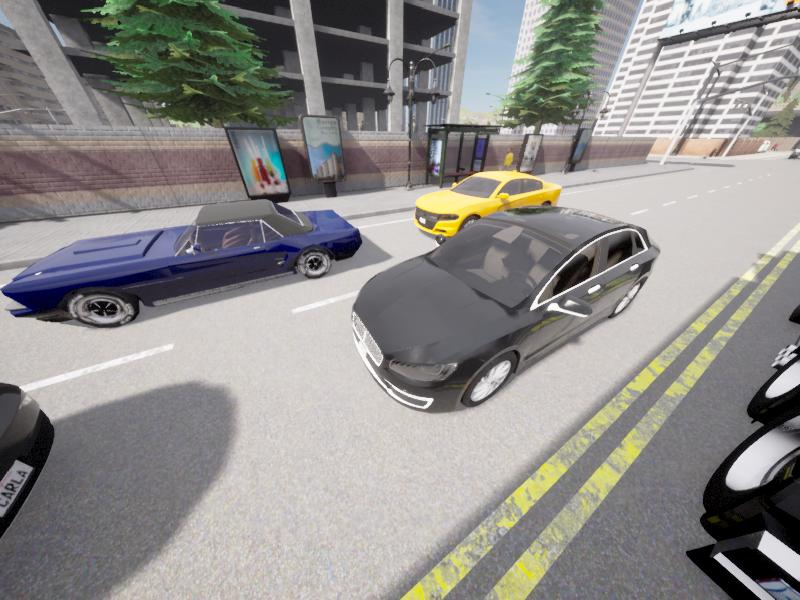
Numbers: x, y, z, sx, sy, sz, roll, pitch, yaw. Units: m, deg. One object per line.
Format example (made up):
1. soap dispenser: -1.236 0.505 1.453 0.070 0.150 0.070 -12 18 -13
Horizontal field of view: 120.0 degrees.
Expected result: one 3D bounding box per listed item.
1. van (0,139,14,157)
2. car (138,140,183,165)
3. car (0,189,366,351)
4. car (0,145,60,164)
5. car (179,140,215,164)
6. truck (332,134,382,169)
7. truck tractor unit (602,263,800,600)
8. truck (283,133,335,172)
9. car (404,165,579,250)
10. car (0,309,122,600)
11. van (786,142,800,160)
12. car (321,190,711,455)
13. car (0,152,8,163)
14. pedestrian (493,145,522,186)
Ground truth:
1. van: -56.326 -20.688 31.444 1.775 1.987 4.442 -18 39 -25
2. car: -23.718 -14.791 23.071 1.905 1.878 3.866 -18 39 -24
3. car: -3.233 -1.005 4.282 4.718 1.301 1.895 -18 39 -24
4. car: -40.196 -15.865 25.033 1.882 1.535 5.008 -18 39 -25
5. car: -21.173 -15.625 24.287 1.905 1.878 3.866 -18 39 -24
6. truck: -4.004 -13.770 21.295 2.615 2.467 5.204 -18 39 -24
7. truck tractor unit: 5.107 -0.304 0.783 6.516 4.208 3.053 -18 39 -24
8. truck: -7.735 -12.548 19.513 2.615 2.467 5.204 -18 39 -24
9. car: 2.771 -3.063 7.069 5.008 1.535 1.882 -18 39 -24
10. car: -4.522 1.646 0.293 4.892 1.490 1.837 -18 39 -25
11. van: 61.191 -22.547 34.597 5.915 2.561 1.988 -18 39 -24
12. car: 1.721 -0.393 3.267 4.892 1.490 1.837 -18 39 -24
13. car: -42.565 -14.216 22.672 2.128 1.511 4.902 -18 39 -25
14. pedestrian: 5.901 -7.430 12.770 0.751 1.860 0.751 -10 36 -15
